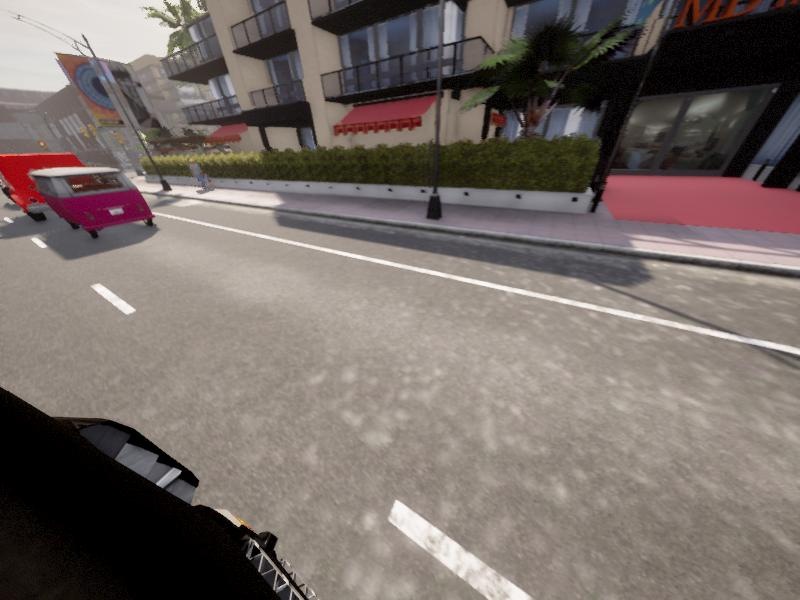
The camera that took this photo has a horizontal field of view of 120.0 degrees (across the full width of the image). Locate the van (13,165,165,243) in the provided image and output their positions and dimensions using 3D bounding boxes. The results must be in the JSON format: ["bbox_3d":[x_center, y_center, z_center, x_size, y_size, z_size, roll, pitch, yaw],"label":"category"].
[{"bbox_3d":[-11.051,-3.607,8.261,4.442,1.987,1.775,16,38,26],"label":"van"}]

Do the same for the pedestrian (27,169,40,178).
[{"bbox_3d":[-56.174,-19.379,35.407,0.500,1.100,0.500,22,41,32],"label":"pedestrian"}]

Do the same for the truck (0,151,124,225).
[{"bbox_3d":[-16.523,-5.385,10.858,5.204,2.467,2.627,16,38,26],"label":"truck"}]

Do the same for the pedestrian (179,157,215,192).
[{"bbox_3d":[-12.638,-7.833,14.447,0.751,1.860,0.751,12,37,21],"label":"pedestrian"}]

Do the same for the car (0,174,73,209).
[{"bbox_3d":[-22.861,-6.806,14.317,3.806,1.475,1.970,16,38,26],"label":"car"}]

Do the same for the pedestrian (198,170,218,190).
[{"bbox_3d":[-12.698,-7.933,15.280,0.500,1.100,0.500,16,38,26],"label":"pedestrian"}]
